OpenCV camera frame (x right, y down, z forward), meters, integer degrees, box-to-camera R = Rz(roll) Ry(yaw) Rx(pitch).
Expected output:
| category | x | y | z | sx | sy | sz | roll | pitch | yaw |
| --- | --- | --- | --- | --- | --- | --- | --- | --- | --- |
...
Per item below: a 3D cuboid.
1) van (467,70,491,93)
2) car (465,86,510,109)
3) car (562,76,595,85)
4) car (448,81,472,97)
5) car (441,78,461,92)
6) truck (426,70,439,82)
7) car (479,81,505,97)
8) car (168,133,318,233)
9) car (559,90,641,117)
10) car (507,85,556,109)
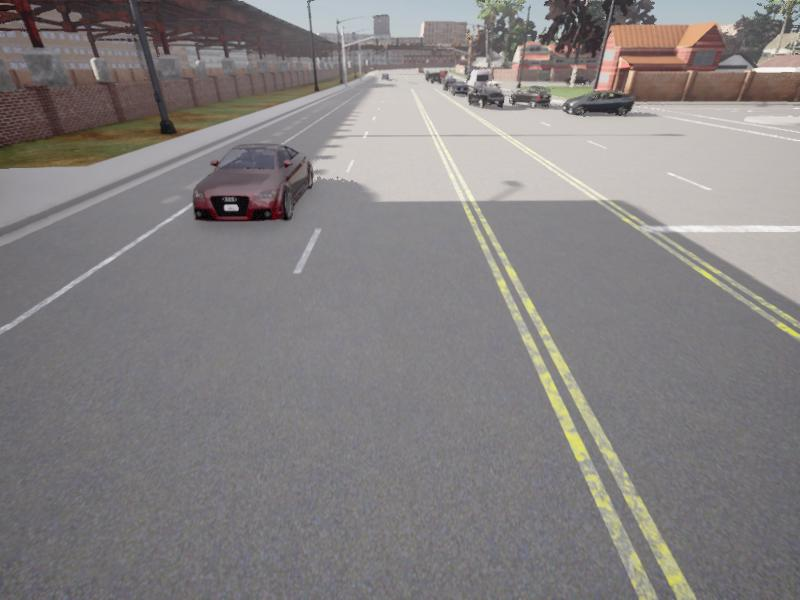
| category | x | y | z | sx | sy | sz | roll | pitch | yaw |
| --- | --- | --- | --- | --- | --- | --- | --- | --- | --- |
| van | 10.531 | -29.294 | 53.557 | 1.988 | 2.561 | 5.915 | 0 | 30 | 0 |
| car | 7.272 | -17.213 | 33.936 | 1.837 | 1.490 | 4.892 | -6 | 30 | -10 |
| car | 32.795 | -40.430 | 73.635 | 4.892 | 1.490 | 1.837 | -1 | 30 | -1 |
| car | 7.015 | -24.963 | 47.287 | 2.033 | 1.411 | 5.357 | 0 | 30 | 0 |
| car | 7.041 | -29.849 | 55.523 | 2.128 | 1.511 | 4.902 | 0 | 30 | 0 |
| truck | 7.064 | -49.504 | 88.422 | 2.390 | 2.098 | 6.274 | 0 | 31 | 0 |
| car | 10.561 | -24.381 | 46.211 | 1.970 | 1.475 | 3.806 | 0 | 30 | 0 |
| car | -3.469 | -3.064 | 9.875 | 1.994 | 1.385 | 4.181 | 0 | 30 | 0 |
| car | 13.965 | -13.850 | 28.164 | 4.514 | 1.525 | 2.007 | 1 | 30 | 2 |
| car | 11.139 | -17.380 | 34.171 | 1.789 | 1.549 | 3.705 | -16 | 34 | -23 |
